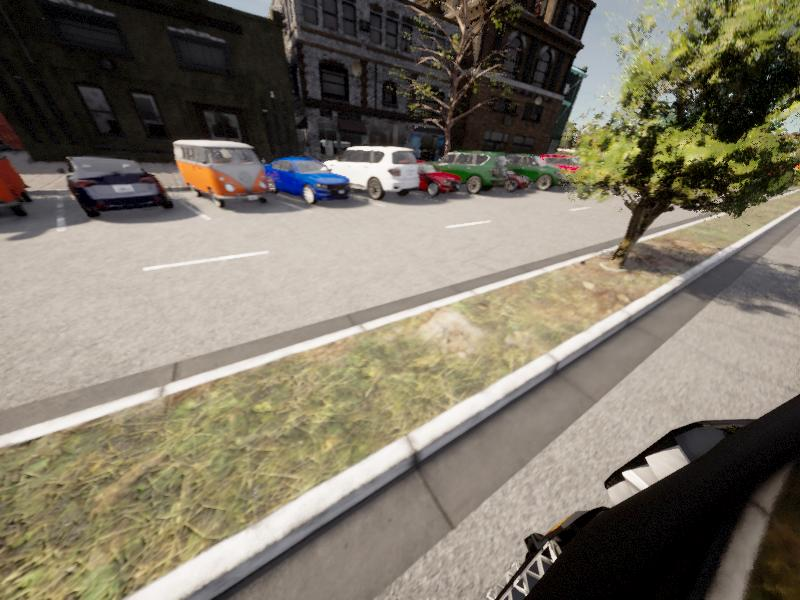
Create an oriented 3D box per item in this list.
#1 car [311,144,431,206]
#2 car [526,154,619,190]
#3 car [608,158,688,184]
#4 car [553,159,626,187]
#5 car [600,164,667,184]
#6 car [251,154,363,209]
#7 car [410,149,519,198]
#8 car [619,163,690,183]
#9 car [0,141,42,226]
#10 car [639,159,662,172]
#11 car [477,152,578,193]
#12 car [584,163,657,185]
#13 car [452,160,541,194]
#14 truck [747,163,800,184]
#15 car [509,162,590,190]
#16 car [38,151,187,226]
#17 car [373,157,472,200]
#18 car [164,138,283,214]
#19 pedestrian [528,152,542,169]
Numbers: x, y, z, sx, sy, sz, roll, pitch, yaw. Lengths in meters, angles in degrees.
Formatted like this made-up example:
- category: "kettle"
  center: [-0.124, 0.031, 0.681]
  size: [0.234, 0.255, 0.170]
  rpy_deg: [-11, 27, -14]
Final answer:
- category: "car"
  center: [-1.578, -6.358, 11.390]
  size: [5.566, 2.045, 2.435]
  rpy_deg: [26, 40, 32]
- category: "car"
  center: [14.117, -10.744, 19.183]
  size: [5.566, 2.045, 2.435]
  rpy_deg: [26, 40, 32]
- category: "car"
  center: [27.166, -14.425, 25.695]
  size: [5.566, 2.045, 2.435]
  rpy_deg: [26, 40, 32]
- category: "car"
  center: [16.718, -11.364, 20.541]
  size: [4.553, 1.767, 2.185]
  rpy_deg: [26, 40, 32]
- category: "car"
  center: [24.557, -13.436, 24.551]
  size: [4.674, 1.452, 2.002]
  rpy_deg: [27, 40, 32]
- category: "car"
  center: [-4.172, -5.407, 10.216]
  size: [5.008, 1.535, 2.097]
  rpy_deg: [26, 40, 32]
- category: "car"
  center: [3.634, -7.826, 13.994]
  size: [5.566, 2.045, 2.435]
  rpy_deg: [26, 40, 32]
- category: "car"
  center: [29.669, -15.024, 27.213]
  size: [5.366, 1.575, 1.946]
  rpy_deg: [26, 41, 32]
- category: "car"
  center: [-11.899, -3.341, 6.107]
  size: [4.442, 1.987, 1.878]
  rpy_deg: [26, 40, 31]
- category: "car"
  center: [53.427, -28.742, 49.461]
  size: [2.435, 2.045, 5.566]
  rpy_deg: [28, 39, 31]
- category: "car"
  center: [8.898, -9.277, 16.578]
  size: [5.566, 2.045, 2.435]
  rpy_deg: [26, 40, 32]
- category: "car"
  center: [21.926, -12.736, 23.230]
  size: [5.008, 1.535, 2.097]
  rpy_deg: [27, 40, 32]
- category: "car"
  center: [6.280, -8.307, 15.427]
  size: [4.792, 1.488, 2.163]
  rpy_deg: [26, 40, 32]
- category: "truck"
  center: [66.712, -22.328, 40.632]
  size: [2.627, 2.467, 5.204]
  rpy_deg: [-9, 37, -20]
- category: "car"
  center: [11.495, -9.775, 18.033]
  size: [4.792, 1.488, 2.163]
  rpy_deg: [26, 40, 32]
- category: "car"
  center: [-9.416, -3.919, 7.631]
  size: [4.792, 1.488, 2.163]
  rpy_deg: [26, 40, 31]
- category: "car"
  center: [1.042, -6.876, 12.821]
  size: [5.008, 1.535, 2.097]
  rpy_deg: [26, 40, 32]
- category: "car"
  center: [-6.679, -4.817, 8.727]
  size: [4.442, 1.987, 1.878]
  rpy_deg: [26, 40, 32]
- category: "pedestrian"
  center: [17.696, -18.274, 30.343]
  size: [0.751, 1.860, 0.751]
  rpy_deg: [-17, 39, -29]
